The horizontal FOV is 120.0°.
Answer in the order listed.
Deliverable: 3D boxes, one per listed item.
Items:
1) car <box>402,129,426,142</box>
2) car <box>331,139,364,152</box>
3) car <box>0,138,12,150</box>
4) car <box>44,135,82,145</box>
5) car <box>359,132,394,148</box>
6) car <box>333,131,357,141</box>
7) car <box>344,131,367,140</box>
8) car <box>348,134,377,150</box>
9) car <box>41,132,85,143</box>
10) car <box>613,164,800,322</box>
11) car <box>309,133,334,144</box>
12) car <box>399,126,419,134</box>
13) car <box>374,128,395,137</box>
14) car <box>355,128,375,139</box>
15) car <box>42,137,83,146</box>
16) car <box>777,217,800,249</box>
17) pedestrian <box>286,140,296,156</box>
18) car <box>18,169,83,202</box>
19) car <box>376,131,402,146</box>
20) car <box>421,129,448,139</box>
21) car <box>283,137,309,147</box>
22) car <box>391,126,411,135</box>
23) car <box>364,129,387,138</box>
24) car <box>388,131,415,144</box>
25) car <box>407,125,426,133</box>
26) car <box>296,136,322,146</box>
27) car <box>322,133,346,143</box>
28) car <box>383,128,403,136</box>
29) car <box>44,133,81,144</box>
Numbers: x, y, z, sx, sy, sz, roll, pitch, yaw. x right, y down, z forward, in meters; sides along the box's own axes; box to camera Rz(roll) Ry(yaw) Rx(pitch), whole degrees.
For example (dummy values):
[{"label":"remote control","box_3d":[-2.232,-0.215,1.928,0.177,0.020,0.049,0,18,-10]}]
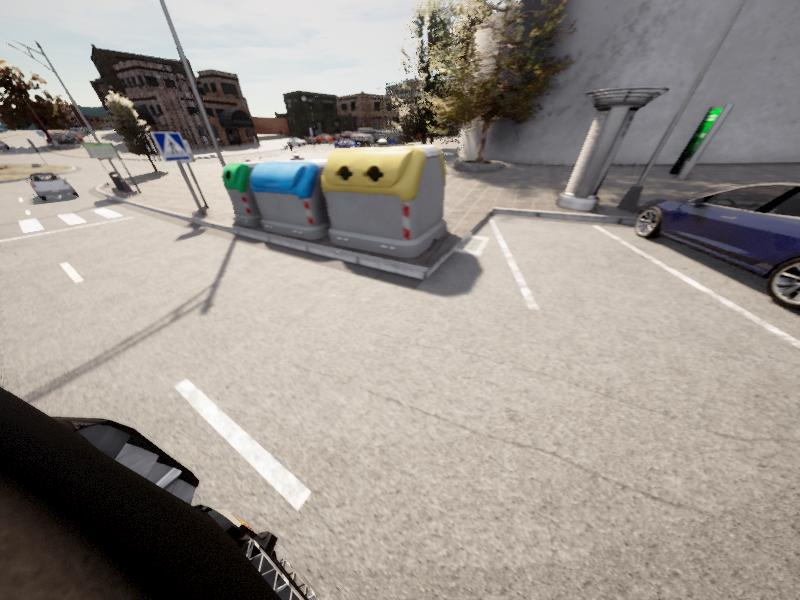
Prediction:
[{"label":"car","box_3d":[2.736,-32.331,45.364,4.442,1.987,1.878,18,44,23]},{"label":"car","box_3d":[-8.723,-25.646,38.261,5.008,1.535,2.097,18,44,23]},{"label":"car","box_3d":[-73.145,-28.371,42.023,3.988,1.617,1.851,28,43,30]},{"label":"car","box_3d":[-75.832,-36.196,52.144,2.185,1.767,4.553,30,45,32]},{"label":"car","box_3d":[-4.214,-28.458,41.020,5.566,2.045,2.435,19,44,23]},{"label":"car","box_3d":[-12.683,-37.866,53.321,4.553,1.767,2.185,16,43,23]},{"label":"car","box_3d":[-10.536,-39.111,54.910,5.008,1.535,2.097,16,42,23]},{"label":"car","box_3d":[-6.354,-27.092,39.526,4.442,1.987,1.878,18,44,23]},{"label":"car","box_3d":[-79.871,-38.644,54.969,2.435,2.045,5.566,31,45,32]},{"label":"car","box_3d":[6.577,-1.241,3.901,2.163,1.488,4.792,4,34,10]},{"label":"car","box_3d":[-17.020,-35.206,50.334,4.553,1.767,2.185,16,43,23]},{"label":"car","box_3d":[2.471,-47.023,63.787,4.892,1.521,2.231,16,43,23]},{"label":"car","box_3d":[-4.042,-43.077,59.361,5.008,1.535,2.097,16,42,23]},{"label":"car","box_3d":[-8.481,-40.638,56.298,4.442,1.987,1.878,16,43,23]},{"label":"car","box_3d":[-73.840,-34.903,50.741,2.231,1.521,4.892,30,45,32]},{"label":"car","box_3d":[9.137,-0.523,2.586,2.231,1.521,4.892,3,34,9]},{"label":"pedestrian","box_3d":[-16.148,-22.551,34.300,0.751,1.860,0.751,-26,44,-32]},{"label":"car","box_3d":[-24.101,-7.985,15.950,3.633,1.501,1.845,23,41,30]},{"label":"car","box_3d":[-2.018,-29.772,42.528,4.442,1.987,1.878,18,44,23]},{"label":"car","box_3d":[7.180,-34.817,48.483,4.892,1.521,2.231,18,44,23]},{"label":"car","box_3d":[-21.371,-32.423,47.461,4.674,1.452,2.002,16,42,23]},{"label":"car","box_3d":[0.293,-45.713,62.318,5.008,1.535,2.097,16,42,23]},{"label":"car","box_3d":[-6.036,-41.709,57.800,5.366,1.575,1.946,16,42,23]},{"label":"car","box_3d":[0.337,-30.983,44.023,4.553,1.767,2.185,18,44,23]},{"label":"car","box_3d":[4.642,-48.335,65.258,4.892,1.521,2.231,16,43,23]},{"label":"car","box_3d":[-19.178,-33.757,48.940,4.792,1.488,2.163,16,42,23]},{"label":"car","box_3d":[-14.897,-36.431,51.948,4.792,1.488,2.163,16,43,23]},{"label":"car","box_3d":[-1.843,-44.361,60.841,4.792,1.488,2.163,16,42,23]},{"label":"car","box_3d":[-77.952,-37.391,53.450,1.878,1.987,4.442,30,45,32]}]
